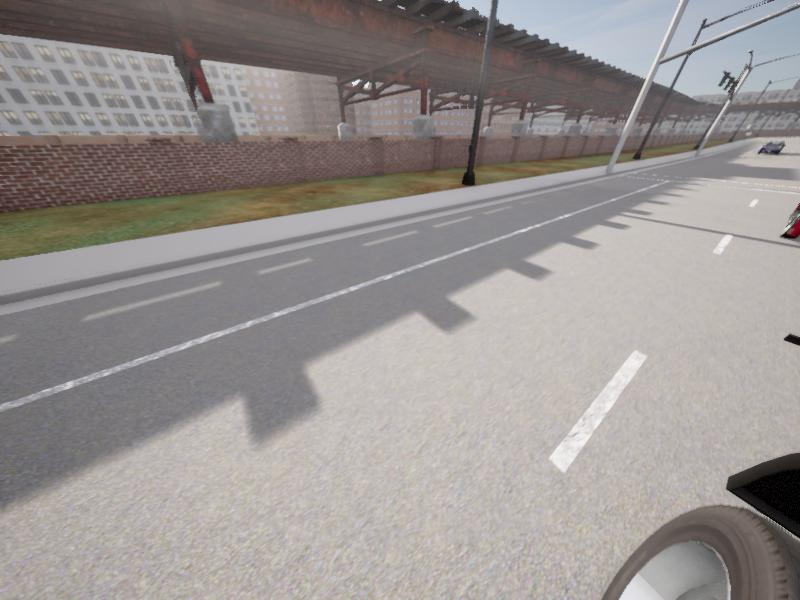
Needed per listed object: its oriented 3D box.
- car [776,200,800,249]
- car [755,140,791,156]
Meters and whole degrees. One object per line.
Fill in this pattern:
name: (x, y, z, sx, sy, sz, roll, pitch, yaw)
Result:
car: (11.759, -2.198, 5.722, 4.181, 1.385, 1.994, -22, 41, -28)
car: (48.172, -19.706, 29.854, 3.633, 1.501, 1.845, -23, 41, -27)
